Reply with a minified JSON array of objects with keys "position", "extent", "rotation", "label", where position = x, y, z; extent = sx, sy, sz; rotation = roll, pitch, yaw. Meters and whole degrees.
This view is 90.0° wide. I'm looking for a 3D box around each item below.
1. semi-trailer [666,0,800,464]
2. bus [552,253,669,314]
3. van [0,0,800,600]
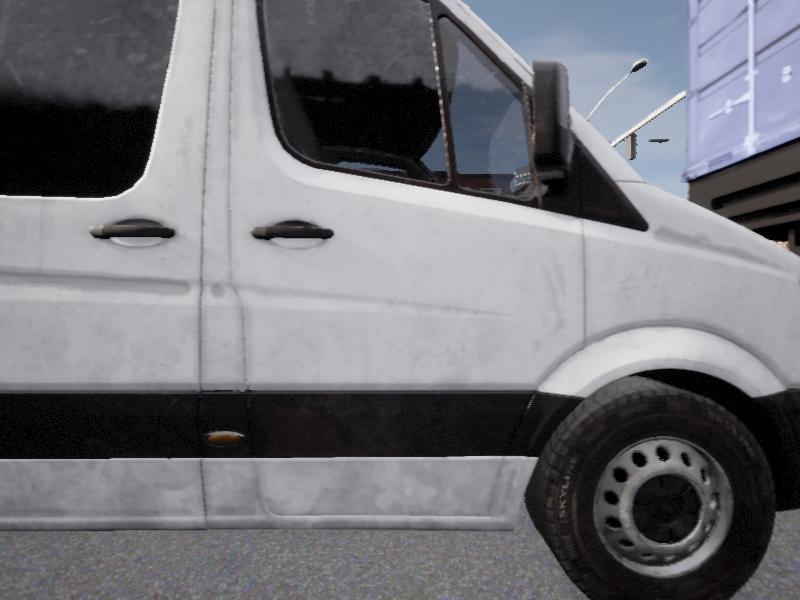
[{"position":[9.516,-1.220,2.393],"extent":[14.254,4.402,2.717],"rotation":[0,0,-2],"label":"semi-trailer"},{"position":[16.487,-1.138,32.689],"extent":[3.944,4.253,10.273],"rotation":[0,0,-2],"label":"bus"},{"position":[-1.156,-0.277,2.142],"extent":[5.915,2.561,1.988],"rotation":[0,0,-1],"label":"van"}]
